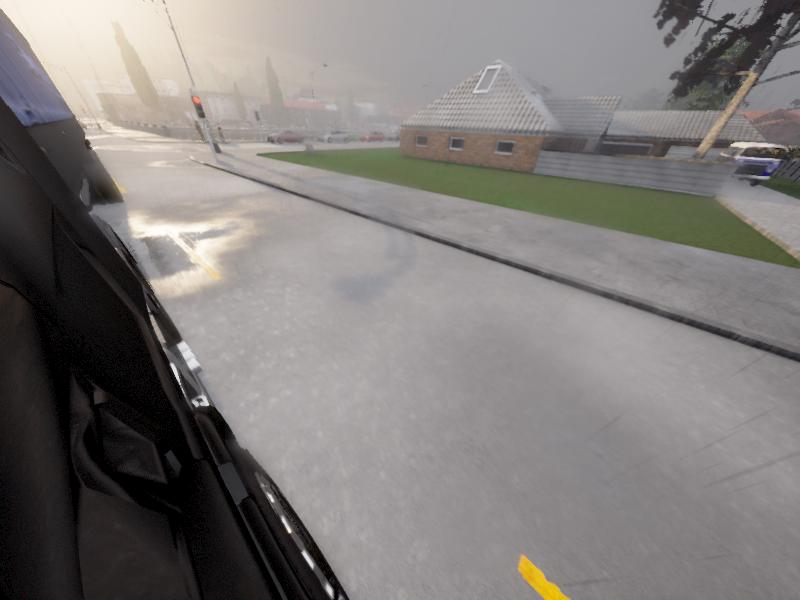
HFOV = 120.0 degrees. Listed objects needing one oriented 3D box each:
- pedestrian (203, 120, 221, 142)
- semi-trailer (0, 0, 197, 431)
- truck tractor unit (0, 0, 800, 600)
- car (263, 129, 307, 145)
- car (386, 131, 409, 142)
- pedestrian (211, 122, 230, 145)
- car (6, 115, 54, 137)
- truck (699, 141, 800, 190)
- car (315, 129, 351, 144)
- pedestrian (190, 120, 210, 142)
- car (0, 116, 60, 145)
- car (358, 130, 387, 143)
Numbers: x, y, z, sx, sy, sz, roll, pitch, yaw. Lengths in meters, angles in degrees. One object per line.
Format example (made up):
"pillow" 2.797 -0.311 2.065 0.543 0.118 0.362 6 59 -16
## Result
"pedestrian" -20.308 -18.257 24.968 0.751 1.860 0.751 25 42 27
"semi-trailer" -8.475 -3.747 4.438 14.254 4.402 2.717 31 45 32
"truck tractor unit" -2.645 -0.295 0.352 6.516 4.208 3.053 28 44 30
"car" -13.944 -19.894 28.197 1.994 1.385 4.181 28 43 29
"car" -0.376 -29.340 41.550 1.816 1.474 4.193 28 44 30
"pedestrian" -18.632 -17.320 24.022 0.751 1.860 0.751 20 40 22
"car" -38.966 -18.385 24.423 4.856 1.649 2.033 28 44 29
"truck" 20.701 -8.252 13.912 2.069 2.038 4.478 28 44 30
"car" -9.351 -23.138 32.677 2.007 1.525 4.514 28 44 30
"pedestrian" -21.069 -17.814 24.344 0.751 1.860 0.751 18 39 19
"car" -30.738 -14.058 19.125 4.611 1.667 2.242 28 43 30
"car" -4.406 -26.566 37.558 2.007 1.525 4.514 28 44 30
